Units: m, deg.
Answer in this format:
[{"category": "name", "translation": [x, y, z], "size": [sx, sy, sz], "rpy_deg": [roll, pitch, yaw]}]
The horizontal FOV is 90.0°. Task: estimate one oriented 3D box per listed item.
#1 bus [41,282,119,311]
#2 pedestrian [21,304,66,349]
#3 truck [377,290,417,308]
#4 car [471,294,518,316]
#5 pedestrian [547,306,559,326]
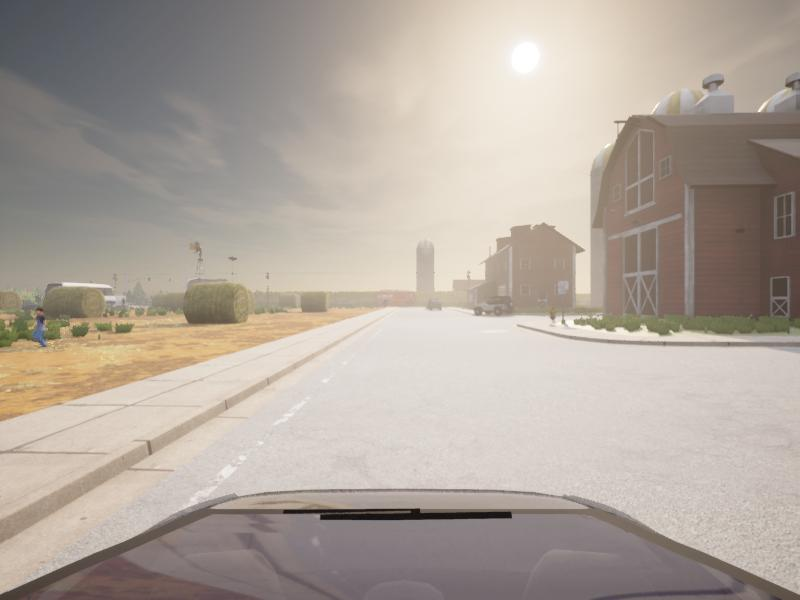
[{"category": "bus", "translation": [-51.533, -0.546, 65.047], "size": [3.944, 4.253, 10.273], "rpy_deg": [0, 0, 6]}, {"category": "pedestrian", "translation": [-10.646, 0.766, 11.958], "size": [0.751, 1.300, 0.751], "rpy_deg": [0, 0, 25]}, {"category": "truck", "translation": [-0.641, -0.297, 86.183], "size": [8.468, 3.827, 2.891], "rpy_deg": [0, 0, 3]}, {"category": "car", "translation": [8.908, 0.488, 37.965], "size": [1.905, 1.878, 3.866], "rpy_deg": [-8, 3, -40]}, {"category": "pedestrian", "translation": [8.504, 0.865, 22.231], "size": [0.500, 1.100, 0.500], "rpy_deg": [0, 0, 6]}]
